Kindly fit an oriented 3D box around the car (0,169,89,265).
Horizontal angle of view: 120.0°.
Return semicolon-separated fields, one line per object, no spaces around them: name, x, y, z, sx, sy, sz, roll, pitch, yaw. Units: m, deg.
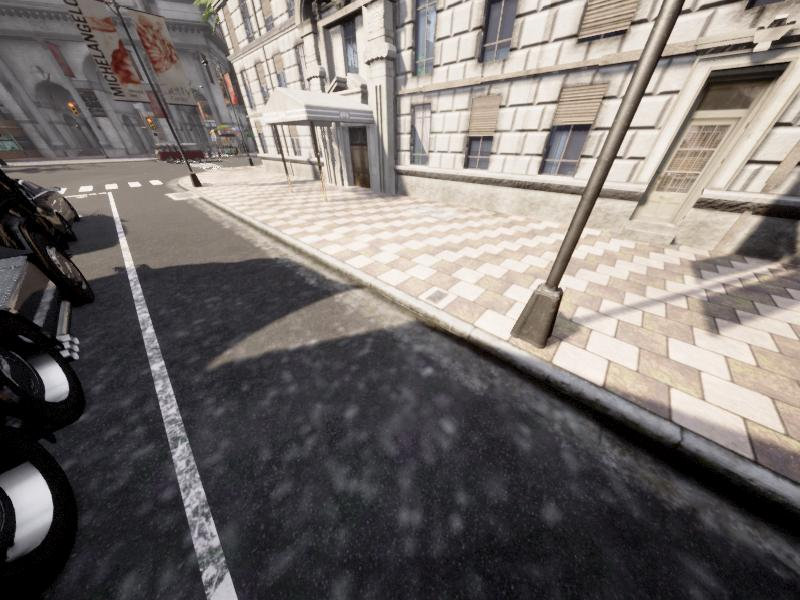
car;-10.634;-2.442;6.257;4.902;1.511;2.128;28;44;34

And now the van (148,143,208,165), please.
van;-25.783;-17.100;26.990;1.775;1.987;4.442;28;44;34

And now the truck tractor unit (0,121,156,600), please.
truck tractor unit;-4.849;-0.504;1.069;6.516;4.208;3.053;28;44;34
